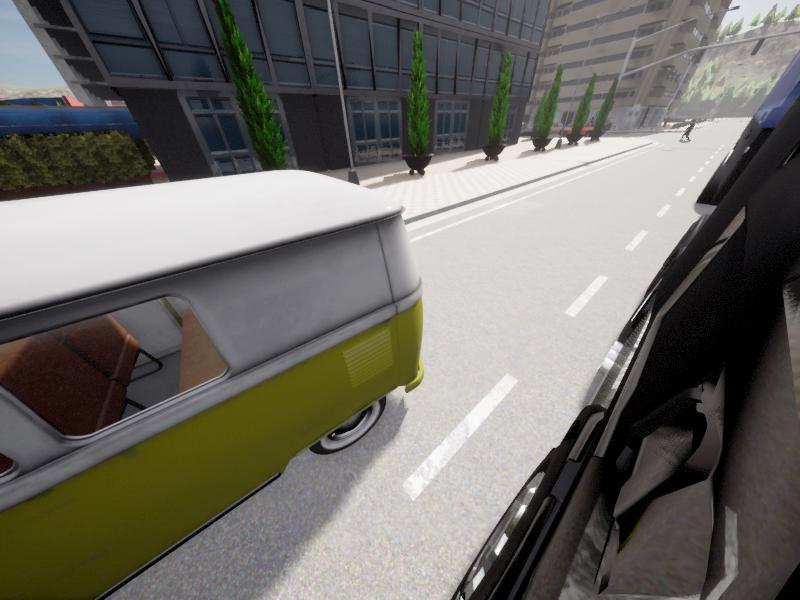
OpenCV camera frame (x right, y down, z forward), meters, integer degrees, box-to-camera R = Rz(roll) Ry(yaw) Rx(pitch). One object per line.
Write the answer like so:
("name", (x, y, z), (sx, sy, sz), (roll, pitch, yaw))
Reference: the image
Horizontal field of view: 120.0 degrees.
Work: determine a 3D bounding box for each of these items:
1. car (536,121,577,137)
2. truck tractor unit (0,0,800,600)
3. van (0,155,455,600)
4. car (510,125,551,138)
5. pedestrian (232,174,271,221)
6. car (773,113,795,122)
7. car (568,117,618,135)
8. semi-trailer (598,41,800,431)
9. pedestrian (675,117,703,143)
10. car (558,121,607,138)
("car", (24.287, -26.640, 36.016), (1.932, 1.855, 4.605), (-28, 44, -30))
("truck tractor unit", (2.645, -0.295, 0.351), (6.516, 4.208, 3.053), (-28, 44, -30))
("van", (-2.009, 0.610, 1.299), (4.442, 1.987, 1.775), (-25, 42, -27))
("car", (20.172, -26.060, 35.810), (2.128, 1.511, 4.902), (-28, 44, -30))
("pedestrian", (-4.261, -2.955, 6.647), (0.500, 1.100, 0.500), (-27, 43, -29))
("car", (85.355, -40.632, 51.350), (4.181, 1.385, 1.994), (-28, 43, -29))
("car", (31.317, -28.410, 37.797), (2.150, 2.045, 5.566), (-28, 44, -30))
("semi-trailer", (8.682, -3.619, 4.239), (14.254, 4.402, 2.717), (-28, 44, -30))
("pedestrian", (26.437, -15.567, 21.139), (0.751, 1.860, 0.751), (-28, 43, -29))
("car", (24.594, -23.098, 31.337), (2.097, 1.767, 4.553), (-28, 43, -29))
